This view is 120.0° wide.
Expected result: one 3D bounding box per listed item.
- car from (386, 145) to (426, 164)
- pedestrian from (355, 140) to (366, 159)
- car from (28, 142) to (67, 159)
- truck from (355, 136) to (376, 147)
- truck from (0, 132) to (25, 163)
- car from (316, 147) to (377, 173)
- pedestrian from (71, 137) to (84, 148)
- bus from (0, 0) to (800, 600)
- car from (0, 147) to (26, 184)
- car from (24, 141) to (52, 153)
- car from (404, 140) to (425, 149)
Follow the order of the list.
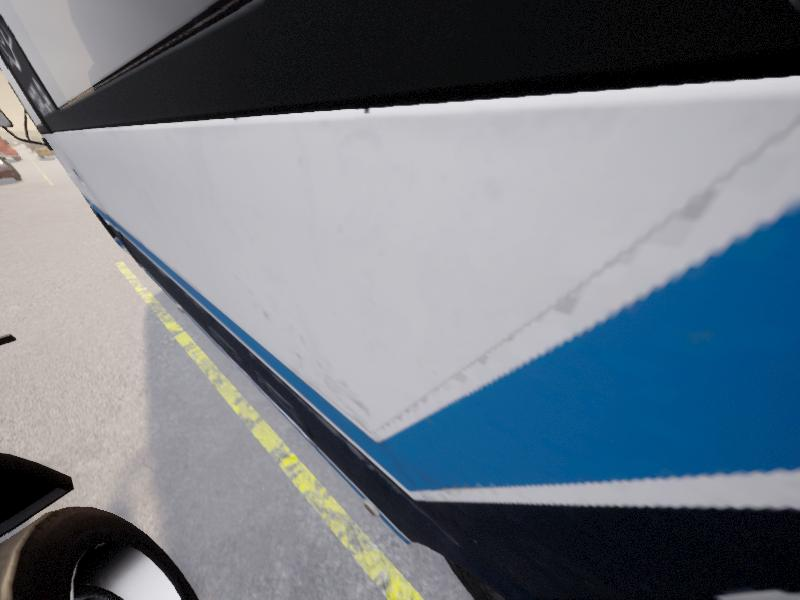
[{"bbox_3d":[0.797,-16.482,26.076,2.128,1.511,4.902,21,40,26],"label":"car"},{"bbox_3d":[-4.733,-18.112,27.724,0.751,1.860,0.751,17,39,23],"label":"pedestrian"},{"bbox_3d":[-43.246,-18.399,28.320,5.366,1.575,1.801,23,41,29],"label":"car"},{"bbox_3d":[-9.650,-44.282,64.586,5.204,2.467,2.627,20,40,26],"label":"truck"},{"bbox_3d":[-41.777,-15.648,23.658,5.204,2.467,2.627,23,41,29],"label":"truck"},{"bbox_3d":[-4.326,-12.003,19.672,2.128,1.511,4.902,21,40,26],"label":"car"},{"bbox_3d":[-66.189,-32.379,47.441,0.751,1.860,0.751,28,44,34],"label":"pedestrian"},{"bbox_3d":[-0.271,-1.213,1.942,10.273,4.253,3.944,23,41,29],"label":"bus"},{"bbox_3d":[-24.445,-7.963,13.630,3.988,1.617,1.851,23,41,29],"label":"car"},{"bbox_3d":[-59.625,-25.288,38.040,4.892,1.490,1.837,23,41,29],"label":"car"},{"bbox_3d":[3.710,-39.054,57.972,4.856,1.649,2.033,20,40,26],"label":"car"}]
